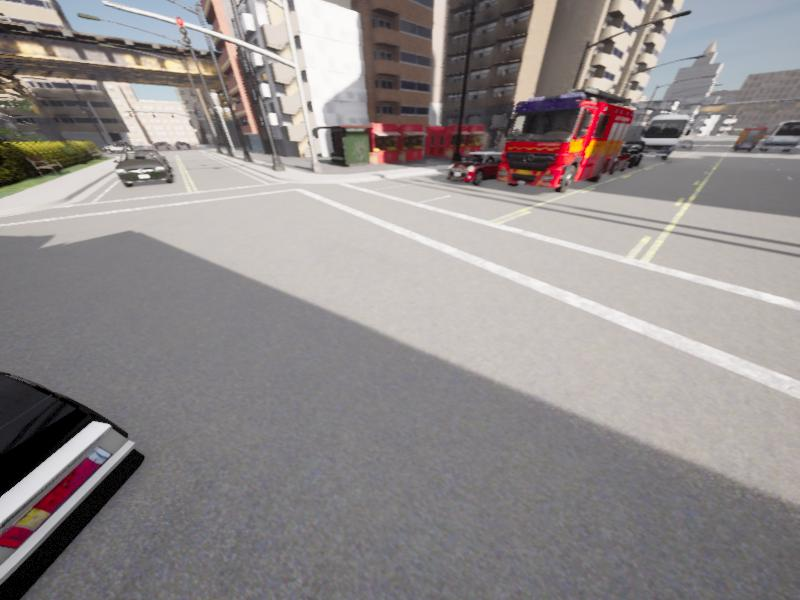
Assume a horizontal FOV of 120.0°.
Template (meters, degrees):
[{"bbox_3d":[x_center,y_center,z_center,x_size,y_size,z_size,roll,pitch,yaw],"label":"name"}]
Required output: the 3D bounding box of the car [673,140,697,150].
[{"bbox_3d":[57.171,-31.124,46.347,4.611,1.667,2.242,-26,42,-32],"label":"car"}]

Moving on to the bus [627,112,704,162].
[{"bbox_3d":[31.565,-19.690,28.060,3.944,4.253,10.273,27,43,32],"label":"bus"}]

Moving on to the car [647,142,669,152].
[{"bbox_3d":[49.464,-29.370,44.254,4.181,1.385,1.994,-26,43,-31],"label":"car"}]

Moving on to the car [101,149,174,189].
[{"bbox_3d":[-15.869,-8.246,14.310,2.152,1.651,5.027,-26,42,-30],"label":"car"}]

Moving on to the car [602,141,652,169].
[{"bbox_3d":[19.731,-12.659,20.083,3.866,1.878,1.905,-26,43,-32],"label":"car"}]

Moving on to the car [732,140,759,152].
[{"bbox_3d":[61.036,-27.254,40.841,4.856,1.649,2.033,-27,43,-31],"label":"car"}]

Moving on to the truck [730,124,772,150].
[{"bbox_3d":[69.610,-32.506,45.907,8.468,3.827,2.891,-27,43,-30],"label":"truck"}]

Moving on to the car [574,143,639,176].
[{"bbox_3d":[15.101,-10.367,16.902,4.553,1.767,2.097,-26,42,-32],"label":"car"}]

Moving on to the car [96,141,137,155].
[{"bbox_3d":[-49.802,-26.838,40.743,3.866,1.878,1.905,-20,39,-25],"label":"car"}]

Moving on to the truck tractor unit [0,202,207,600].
[{"bbox_3d":[-5.356,0.117,0.194,6.516,4.208,3.053,4,36,6],"label":"truck tractor unit"}]

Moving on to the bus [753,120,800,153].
[{"bbox_3d":[65.642,-28.065,39.596,10.273,4.253,3.944,-27,43,-31],"label":"bus"}]

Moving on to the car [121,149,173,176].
[{"bbox_3d":[-20.268,-11.265,18.740,2.163,1.488,4.792,-26,43,-31],"label":"car"}]

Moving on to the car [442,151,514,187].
[{"bbox_3d":[4.554,-7.770,13.532,3.806,1.475,1.970,-26,43,-31],"label":"car"}]

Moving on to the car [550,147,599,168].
[{"bbox_3d":[16.109,-13.186,21.292,4.181,1.385,1.994,-24,42,-30],"label":"car"}]

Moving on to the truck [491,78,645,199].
[{"bbox_3d":[8.834,-8.187,12.065,8.468,3.827,2.891,-26,43,-32],"label":"truck"}]
